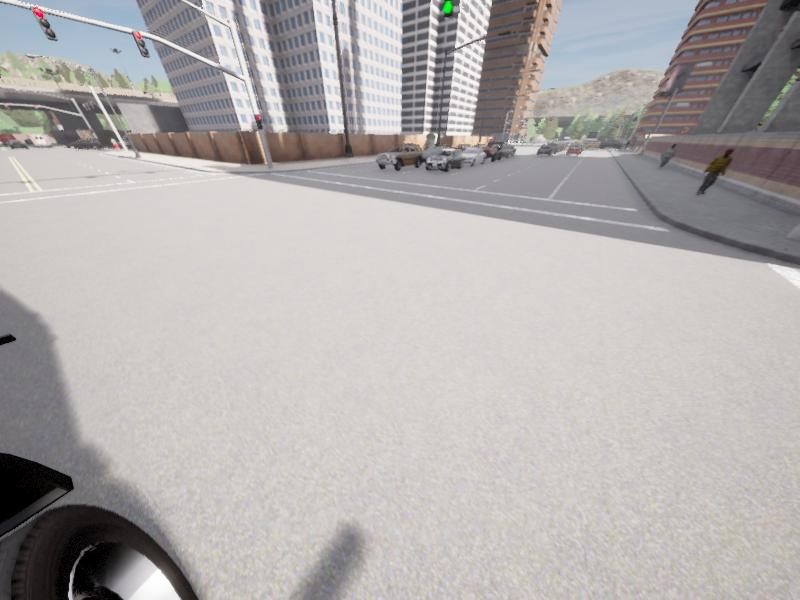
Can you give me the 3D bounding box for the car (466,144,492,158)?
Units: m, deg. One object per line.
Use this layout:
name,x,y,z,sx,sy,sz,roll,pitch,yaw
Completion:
car,11.024,-20.746,32.154,1.816,1.474,4.193,23,41,28

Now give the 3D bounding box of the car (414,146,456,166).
car,3.690,-14.855,23.730,2.163,1.488,4.792,23,41,28

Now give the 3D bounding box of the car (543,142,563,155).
car,26.676,-26.445,40.236,2.033,1.649,4.856,23,41,28

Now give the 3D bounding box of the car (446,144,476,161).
car,7.432,-17.918,27.997,1.851,1.617,3.988,23,41,28

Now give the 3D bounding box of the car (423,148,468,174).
car,3.758,-11.425,18.868,1.970,1.475,3.806,23,41,28

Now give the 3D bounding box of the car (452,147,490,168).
car,7.066,-14.083,22.694,1.812,1.442,4.674,23,41,28

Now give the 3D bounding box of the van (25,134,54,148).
van,-79.871,-35.266,51.177,6.366,2.431,2.351,22,41,28

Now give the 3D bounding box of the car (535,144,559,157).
car,22.754,-23.246,35.766,2.128,1.511,4.902,23,41,28

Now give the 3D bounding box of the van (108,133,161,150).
van,-50.831,-30.538,44.484,1.988,2.561,5.915,22,41,28

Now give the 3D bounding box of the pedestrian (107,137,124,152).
pedestrian,-43.625,-23.843,35.431,0.751,1.860,0.751,26,43,32

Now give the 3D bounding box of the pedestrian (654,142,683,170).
pedestrian,21.775,-11.707,18.776,0.751,1.860,0.751,24,42,30

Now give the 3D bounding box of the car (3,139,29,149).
car,-75.710,-30.766,45.559,4.974,1.542,2.038,22,41,28

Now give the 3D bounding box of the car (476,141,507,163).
car,10.596,-17.102,26.619,1.905,1.878,3.866,22,41,28

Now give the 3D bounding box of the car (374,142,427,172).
car,0.150,-12.133,19.494,1.932,1.855,4.605,24,41,30

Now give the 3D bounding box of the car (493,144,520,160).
car,14.307,-19.922,30.995,1.837,1.490,4.892,23,41,28

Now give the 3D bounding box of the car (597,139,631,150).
car,52.111,-37.933,56.386,5.566,2.045,2.150,22,41,28

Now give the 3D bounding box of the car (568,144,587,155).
car,31.002,-26.389,40.322,1.970,1.475,3.806,22,41,28

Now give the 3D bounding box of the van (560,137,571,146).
van,58.357,-55.771,81.276,1.988,2.561,5.915,23,41,28

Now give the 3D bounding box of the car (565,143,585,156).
car,27.648,-23.724,36.447,1.789,1.549,3.705,22,41,28

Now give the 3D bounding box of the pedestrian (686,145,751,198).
pedestrian,13.472,-5.475,9.869,0.751,1.860,0.751,25,42,31

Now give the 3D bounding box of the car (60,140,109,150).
car,-58.087,-28.627,42.650,4.892,1.490,1.837,-18,39,-24
